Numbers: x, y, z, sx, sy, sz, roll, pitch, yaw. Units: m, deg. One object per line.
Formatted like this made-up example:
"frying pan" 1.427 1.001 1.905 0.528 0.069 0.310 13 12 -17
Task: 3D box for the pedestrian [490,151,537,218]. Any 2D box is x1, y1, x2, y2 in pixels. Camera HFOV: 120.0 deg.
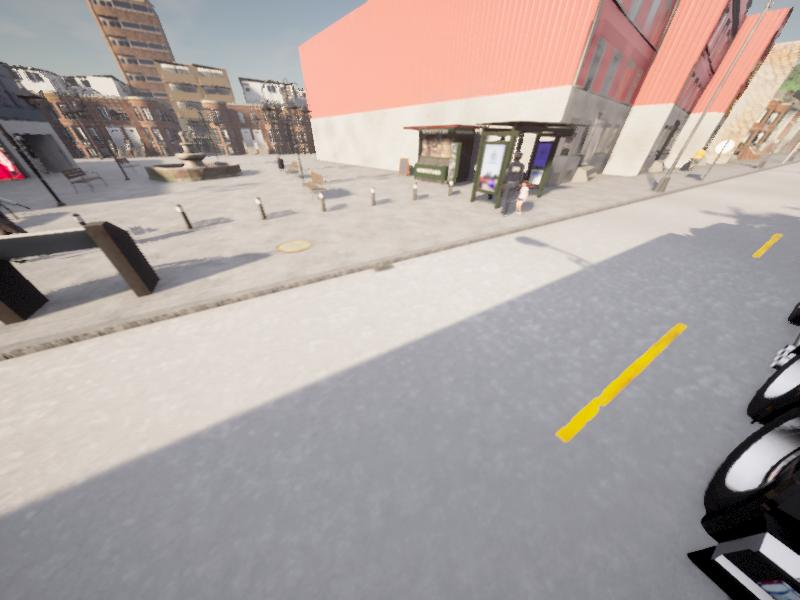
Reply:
"pedestrian" 3.635 -3.743 7.566 0.751 1.860 0.751 3 35 4

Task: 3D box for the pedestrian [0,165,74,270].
"pedestrian" -7.758 -1.613 4.407 0.751 1.860 0.751 -10 36 -15

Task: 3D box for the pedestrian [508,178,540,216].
"pedestrian" 4.223 -3.537 7.940 0.500 1.100 0.500 -5 35 -7

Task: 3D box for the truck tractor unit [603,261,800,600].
"truck tractor unit" 5.105 -0.305 0.793 6.516 4.208 3.053 -18 39 -24

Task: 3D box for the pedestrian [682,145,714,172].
"pedestrian" 25.333 -12.025 19.659 0.751 1.860 0.751 -17 39 -24
